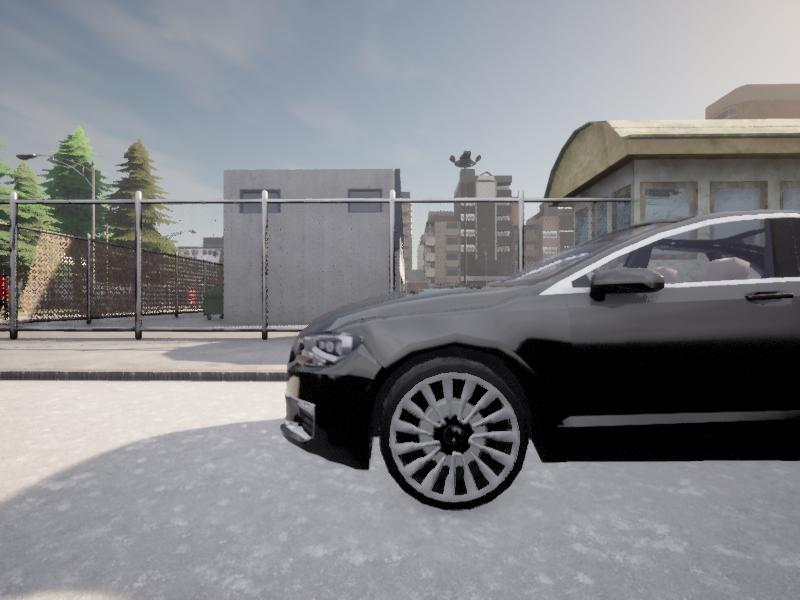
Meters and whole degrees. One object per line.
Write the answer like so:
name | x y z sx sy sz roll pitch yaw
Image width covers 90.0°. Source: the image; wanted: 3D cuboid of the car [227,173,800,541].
car | 1.741 0.235 2.706 4.902 1.511 2.128 0 0 1

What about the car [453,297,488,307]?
car | 9.808 0.270 56.091 4.674 1.442 1.812 0 0 1

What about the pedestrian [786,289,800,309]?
pedestrian | 37.175 -0.075 37.801 0.751 1.860 0.751 0 0 18

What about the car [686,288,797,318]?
car | 17.629 0.159 20.794 4.193 1.474 1.816 0 0 1

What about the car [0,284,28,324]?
car | -17.441 0.177 15.206 2.033 1.649 4.856 0 0 2

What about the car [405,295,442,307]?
car | 3.273 0.171 56.275 5.238 1.638 1.930 0 0 2

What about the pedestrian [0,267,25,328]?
pedestrian | -12.493 -0.075 12.554 0.751 1.860 0.751 0 0 0
